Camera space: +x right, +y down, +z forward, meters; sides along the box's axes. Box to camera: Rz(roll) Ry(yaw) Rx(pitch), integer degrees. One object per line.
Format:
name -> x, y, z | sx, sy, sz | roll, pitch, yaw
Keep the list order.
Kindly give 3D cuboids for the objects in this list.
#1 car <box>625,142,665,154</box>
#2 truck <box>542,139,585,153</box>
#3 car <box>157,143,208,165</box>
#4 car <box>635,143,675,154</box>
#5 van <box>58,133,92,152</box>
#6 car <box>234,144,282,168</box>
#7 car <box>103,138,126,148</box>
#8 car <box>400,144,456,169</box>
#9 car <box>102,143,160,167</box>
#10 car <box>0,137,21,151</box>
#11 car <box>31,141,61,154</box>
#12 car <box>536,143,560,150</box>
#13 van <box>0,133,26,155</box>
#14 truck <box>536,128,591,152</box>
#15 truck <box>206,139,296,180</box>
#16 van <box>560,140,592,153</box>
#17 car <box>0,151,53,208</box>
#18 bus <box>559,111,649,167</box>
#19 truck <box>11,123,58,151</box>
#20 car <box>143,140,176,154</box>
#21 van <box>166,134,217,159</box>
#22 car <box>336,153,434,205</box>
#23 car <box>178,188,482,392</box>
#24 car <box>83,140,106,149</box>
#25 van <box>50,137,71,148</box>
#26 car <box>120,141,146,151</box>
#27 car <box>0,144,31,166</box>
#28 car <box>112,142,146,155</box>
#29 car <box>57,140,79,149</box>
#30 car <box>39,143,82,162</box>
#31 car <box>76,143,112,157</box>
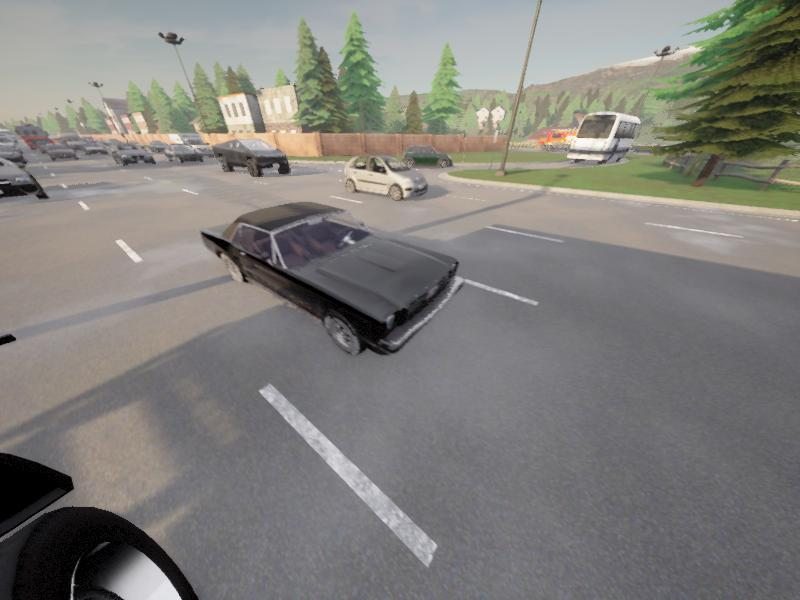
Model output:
car -> 45.337, -28.221, 42.907 | 4.611, 1.667, 2.242 | 23, 41, 29
truck -> 31.142, -29.480, 44.198 | 6.274, 2.098, 2.390 | 23, 41, 29
car -> -21.686, -14.590, 23.001 | 5.238, 1.638, 1.930 | 23, 41, 29
car -> 48.833, -29.171, 44.402 | 4.611, 1.667, 2.242 | 23, 41, 29
van -> -55.208, -26.787, 39.199 | 5.915, 2.561, 1.988 | 23, 41, 29
car -> -13.245, -13.471, 21.517 | 3.988, 1.617, 1.851 | 23, 41, 29
car -> -63.755, -35.117, 51.634 | 4.553, 1.767, 2.097 | 23, 41, 29
car -> 2.324, -12.713, 20.414 | 4.553, 1.767, 2.097 | 0, 35, 0
car -> -24.816, -13.437, 21.312 | 4.611, 1.667, 2.242 | 23, 41, 29
car -> -69.938, -27.789, 41.104 | 4.605, 1.855, 1.932 | 23, 41, 29
car -> -53.289, -23.053, 34.797 | 3.633, 1.501, 1.845 | 23, 41, 29
car -> 34.044, -35.462, 53.326 | 4.181, 1.385, 1.994 | 23, 41, 29
van -> -56.551, -22.300, 32.946 | 6.366, 2.431, 2.351 | 23, 41, 29
truck -> 34.303, -33.849, 48.920 | 8.468, 3.827, 2.891 | 23, 41, 29
truck -> -10.477, -9.990, 16.176 | 6.274, 2.098, 2.390 | 23, 41, 29
van -> 34.718, -30.404, 45.639 | 4.442, 1.987, 1.775 | 23, 41, 29
car -> -17.056, -5.102, 9.594 | 5.027, 1.651, 2.152 | 23, 41, 29
bus -> 22.612, -17.737, 25.586 | 10.273, 4.253, 3.944 | -26, 44, -32
truck -> -66.156, -29.473, 41.828 | 8.468, 3.827, 2.891 | 23, 41, 29
car -> -37.414, -23.807, 35.944 | 5.238, 1.638, 1.930 | 24, 41, 28
van -> -26.184, -19.332, 29.009 | 6.366, 2.431, 2.351 | 23, 41, 29
car -> -0.724, -5.623, 10.490 | 3.988, 1.617, 1.851 | 23, 41, 29
car -> -1.399, -0.784, 3.887 | 4.718, 1.301, 1.895 | 23, 41, 29
car -> -63.956, -32.559, 48.346 | 3.806, 1.475, 1.970 | 23, 41, 29
van -> -77.147, -35.915, 52.476 | 4.442, 1.987, 1.775 | 23, 41, 29
car -> -51.240, -29.615, 44.266 | 5.357, 1.411, 2.033 | 23, 41, 29
car -> -37.169, -13.633, 21.647 | 4.792, 1.488, 2.163 | 23, 41, 29
car -> -39.619, -22.146, 33.781 | 5.357, 1.411, 2.033 | 23, 41, 29
car -> -66.232, -31.081, 46.076 | 3.633, 1.501, 1.845 | 23, 41, 29
car -> -36.359, -15.794, 24.708 | 4.892, 1.490, 1.837 | 23, 41, 29
car -> -42.101, -20.704, 31.714 | 5.357, 1.411, 2.033 | 23, 41, 29
